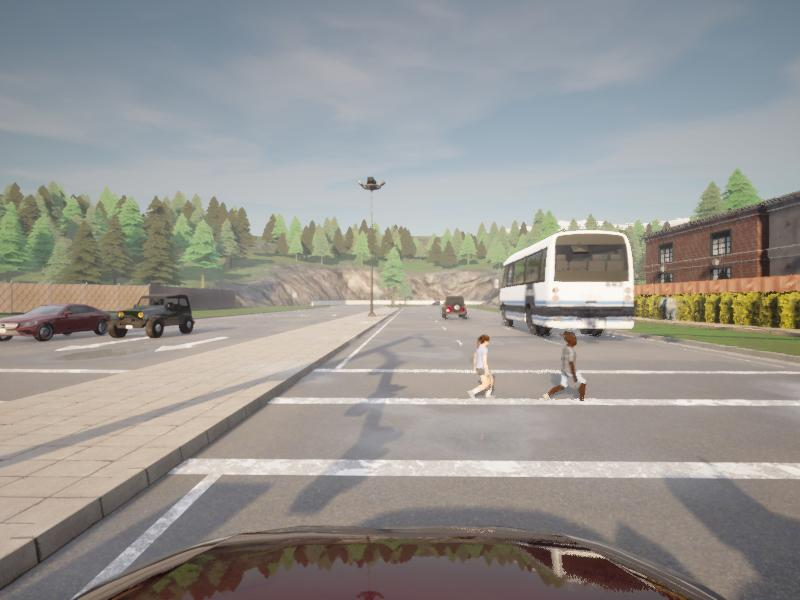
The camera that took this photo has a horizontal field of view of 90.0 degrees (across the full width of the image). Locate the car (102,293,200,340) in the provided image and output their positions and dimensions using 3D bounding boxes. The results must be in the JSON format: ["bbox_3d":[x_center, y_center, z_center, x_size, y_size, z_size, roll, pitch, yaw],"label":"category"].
[{"bbox_3d":[-10.927,0.646,17.944,1.905,1.878,3.866,0,0,2],"label":"car"}]

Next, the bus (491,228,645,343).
[{"bbox_3d":[7.396,-0.535,20.040,3.944,4.253,10.273,0,0,3],"label":"bus"}]

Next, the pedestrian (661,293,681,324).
[{"bbox_3d":[16.528,0.485,24.386,0.751,1.860,0.751,0,0,6],"label":"pedestrian"}]

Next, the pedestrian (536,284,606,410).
[{"bbox_3d":[2.655,0.694,6.286,0.751,1.860,0.751,0,0,-3],"label":"pedestrian"}]

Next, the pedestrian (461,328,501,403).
[{"bbox_3d":[1.282,1.023,6.396,0.500,1.100,0.500,0,0,-8],"label":"pedestrian"}]

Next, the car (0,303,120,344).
[{"bbox_3d":[-14.460,0.870,16.971,1.812,1.442,4.674,0,0,2],"label":"car"}]

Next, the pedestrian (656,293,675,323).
[{"bbox_3d":[16.778,0.485,25.294,0.751,1.860,0.751,0,0,1],"label":"pedestrian"}]

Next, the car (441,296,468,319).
[{"bbox_3d":[4.618,0.646,34.511,1.905,1.878,3.866,0,0,2],"label":"car"}]
